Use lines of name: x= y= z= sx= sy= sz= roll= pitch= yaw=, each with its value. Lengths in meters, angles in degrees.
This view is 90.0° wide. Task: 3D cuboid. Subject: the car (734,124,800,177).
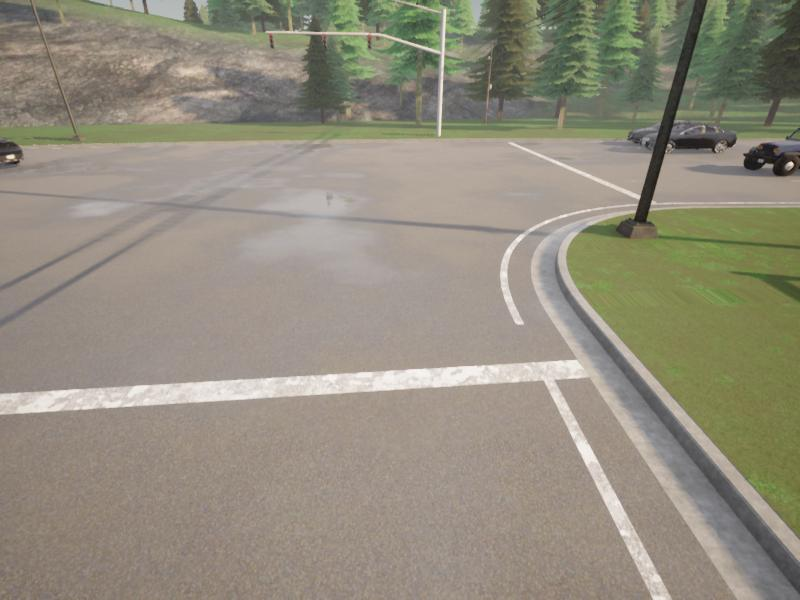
car: x=16.886 y=-6.241 z=16.610 sx=3.866 sy=1.878 sz=1.905 roll=0 pitch=27 yaw=0

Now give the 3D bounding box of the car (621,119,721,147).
car: x=17.493 y=-10.877 z=26.031 sx=4.892 sy=1.490 sz=1.837 roll=0 pitch=27 yaw=0

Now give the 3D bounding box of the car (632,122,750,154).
car: x=16.483 y=-9.278 z=22.912 sx=4.902 sy=1.511 sz=2.128 roll=0 pitch=27 yaw=0

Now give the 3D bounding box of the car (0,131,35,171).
car: x=-19.882 y=-6.820 z=18.173 sx=4.892 sy=1.490 sz=1.837 roll=4 pitch=26 yaw=7
